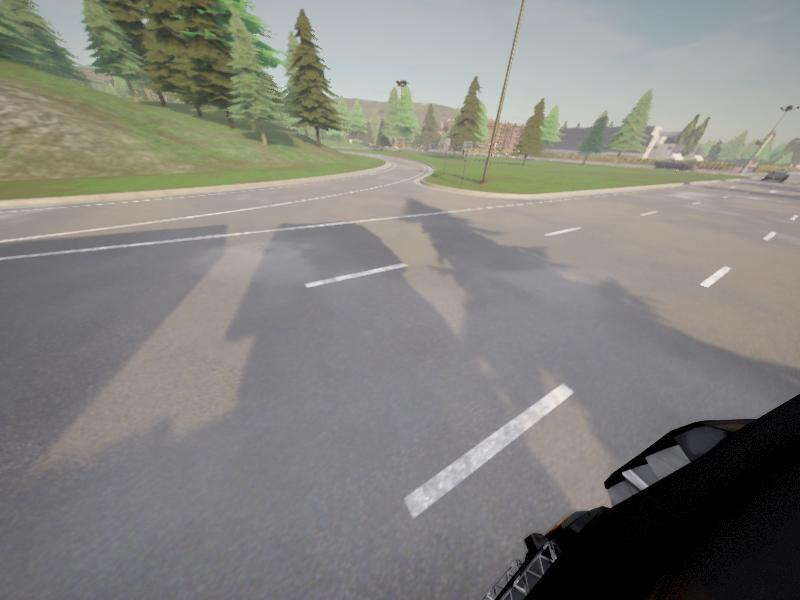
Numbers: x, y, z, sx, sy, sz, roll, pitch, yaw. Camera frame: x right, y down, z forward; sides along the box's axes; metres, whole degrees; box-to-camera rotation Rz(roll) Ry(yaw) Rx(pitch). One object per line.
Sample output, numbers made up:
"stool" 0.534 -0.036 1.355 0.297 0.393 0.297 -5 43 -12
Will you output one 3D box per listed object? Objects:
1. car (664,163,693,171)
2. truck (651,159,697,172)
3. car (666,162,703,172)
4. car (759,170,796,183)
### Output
"car" 69.248 -33.238 57.561 1.994 1.385 4.181 -16 39 -26
"truck" 63.565 -31.459 53.811 2.390 2.098 6.274 -16 39 -26
"car" 67.168 -31.555 54.667 2.152 1.651 5.027 -16 38 -26
"car" 57.643 -18.928 35.248 4.902 1.511 2.128 -16 38 -26
